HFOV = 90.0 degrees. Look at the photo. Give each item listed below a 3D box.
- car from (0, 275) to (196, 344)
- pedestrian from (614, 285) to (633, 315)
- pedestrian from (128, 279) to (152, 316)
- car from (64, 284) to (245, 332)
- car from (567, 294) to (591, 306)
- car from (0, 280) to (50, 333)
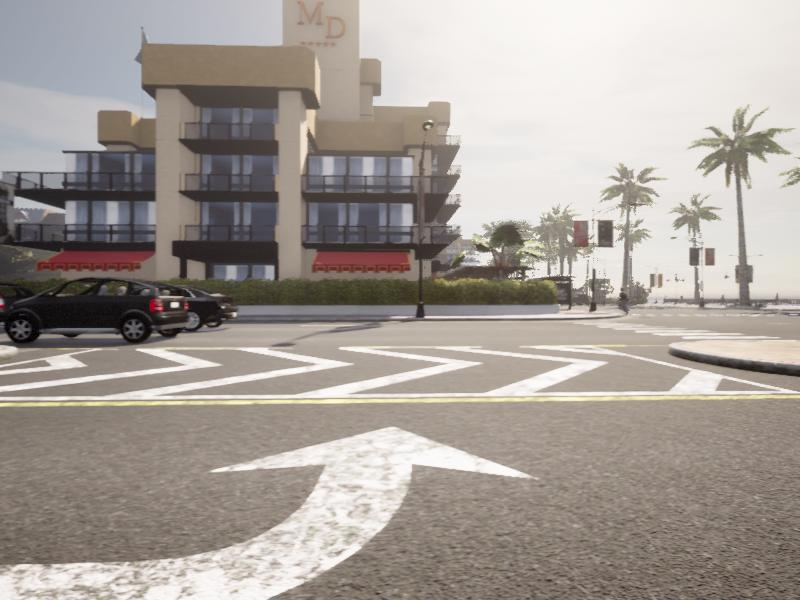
[{"bbox_3d":[-7.371,0.221,9.914,3.705,1.549,1.789,0,0,-2],"label":"car"},{"bbox_3d":[13.860,0.017,24.840,0.751,1.860,0.751,0,0,1],"label":"pedestrian"},{"bbox_3d":[-13.250,-0.104,20.423,0.751,1.860,0.751,0,0,-3],"label":"pedestrian"},{"bbox_3d":[-7.985,0.251,13.394,4.892,1.490,1.837,0,0,-2],"label":"car"},{"bbox_3d":[27.911,0.012,62.435,1.905,1.878,3.866,0,0,-3],"label":"car"},{"bbox_3d":[-14.344,0.201,13.164,3.988,1.617,1.851,0,0,-2],"label":"car"}]
